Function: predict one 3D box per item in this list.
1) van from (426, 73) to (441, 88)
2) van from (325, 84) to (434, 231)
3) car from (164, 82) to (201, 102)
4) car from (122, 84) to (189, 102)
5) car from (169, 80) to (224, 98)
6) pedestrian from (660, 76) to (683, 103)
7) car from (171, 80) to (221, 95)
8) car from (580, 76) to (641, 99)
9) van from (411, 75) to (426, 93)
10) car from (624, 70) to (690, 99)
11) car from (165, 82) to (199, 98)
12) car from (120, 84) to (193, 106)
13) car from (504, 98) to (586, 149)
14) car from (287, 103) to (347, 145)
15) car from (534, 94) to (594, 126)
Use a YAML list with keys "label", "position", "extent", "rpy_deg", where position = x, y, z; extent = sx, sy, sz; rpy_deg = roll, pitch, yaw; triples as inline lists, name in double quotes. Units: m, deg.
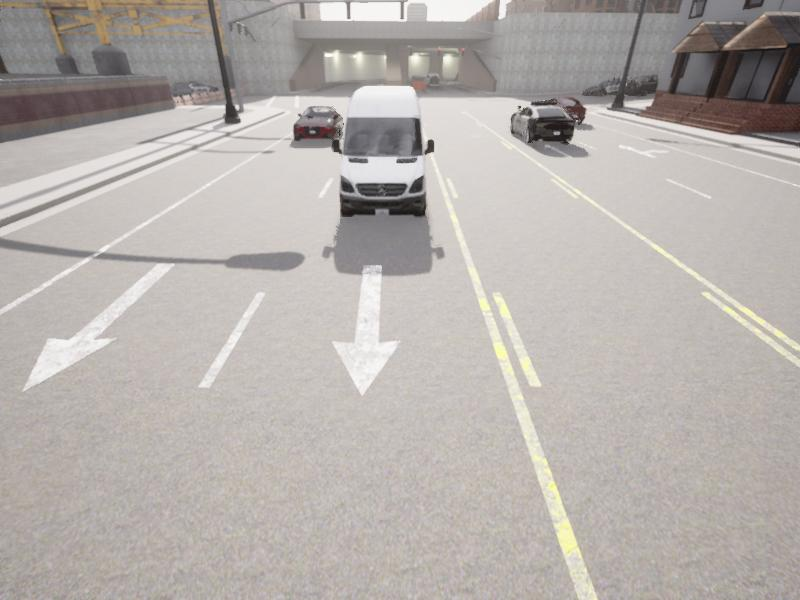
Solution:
- label: "van"
  position: [5.630, -37.408, 68.106]
  extent: [2.069, 2.038, 4.480]
  rpy_deg: [0, 31, -1]
- label: "van"
  position: [-0.368, -4.069, 10.469]
  extent: [1.988, 2.561, 5.915]
  rpy_deg: [0, 30, 0]
- label: "car"
  position: [-21.516, -20.577, 39.500]
  extent: [2.038, 1.542, 4.974]
  rpy_deg: [-20, 36, -31]
- label: "car"
  position: [-21.545, -18.370, 35.408]
  extent: [1.853, 1.218, 4.536]
  rpy_deg: [26, 39, 36]
- label: "car"
  position: [-22.300, -23.286, 44.133]
  extent: [2.038, 1.542, 4.974]
  rpy_deg: [16, 34, 24]
- label: "pedestrian"
  position: [21.473, -16.683, 31.684]
  extent: [0.751, 1.860, 0.751]
  rpy_deg: [0, 30, -1]
- label: "car"
  position: [-22.324, -23.399, 44.014]
  extent: [1.853, 1.218, 4.536]
  rpy_deg: [16, 34, 24]
- label: "car"
  position: [21.612, -21.965, 41.318]
  extent: [4.974, 1.542, 2.038]
  rpy_deg: [-5, 30, 3]
- label: "van"
  position: [2.484, -29.945, 55.351]
  extent: [1.775, 1.987, 4.442]
  rpy_deg: [0, 30, -1]
- label: "car"
  position: [24.387, -20.549, 38.116]
  extent: [4.611, 1.667, 2.242]
  rpy_deg: [-7, 30, 4]
- label: "car"
  position: [-21.546, -20.734, 39.456]
  extent: [1.853, 1.218, 4.536]
  rpy_deg: [-20, 36, -31]
- label: "car"
  position: [-21.510, -18.253, 35.521]
  extent: [2.038, 1.542, 4.974]
  rpy_deg: [26, 39, 36]
- label: "car"
  position: [6.659, -8.575, 19.133]
  extent: [1.930, 1.638, 5.238]
  rpy_deg: [0, 30, 0]
- label: "car"
  position: [-3.863, -8.578, 19.322]
  extent: [1.994, 1.385, 4.181]
  rpy_deg: [0, 30, 0]
- label: "car"
  position: [10.261, -12.127, 25.443]
  extent: [1.812, 1.442, 4.674]
  rpy_deg: [0, 30, -1]
